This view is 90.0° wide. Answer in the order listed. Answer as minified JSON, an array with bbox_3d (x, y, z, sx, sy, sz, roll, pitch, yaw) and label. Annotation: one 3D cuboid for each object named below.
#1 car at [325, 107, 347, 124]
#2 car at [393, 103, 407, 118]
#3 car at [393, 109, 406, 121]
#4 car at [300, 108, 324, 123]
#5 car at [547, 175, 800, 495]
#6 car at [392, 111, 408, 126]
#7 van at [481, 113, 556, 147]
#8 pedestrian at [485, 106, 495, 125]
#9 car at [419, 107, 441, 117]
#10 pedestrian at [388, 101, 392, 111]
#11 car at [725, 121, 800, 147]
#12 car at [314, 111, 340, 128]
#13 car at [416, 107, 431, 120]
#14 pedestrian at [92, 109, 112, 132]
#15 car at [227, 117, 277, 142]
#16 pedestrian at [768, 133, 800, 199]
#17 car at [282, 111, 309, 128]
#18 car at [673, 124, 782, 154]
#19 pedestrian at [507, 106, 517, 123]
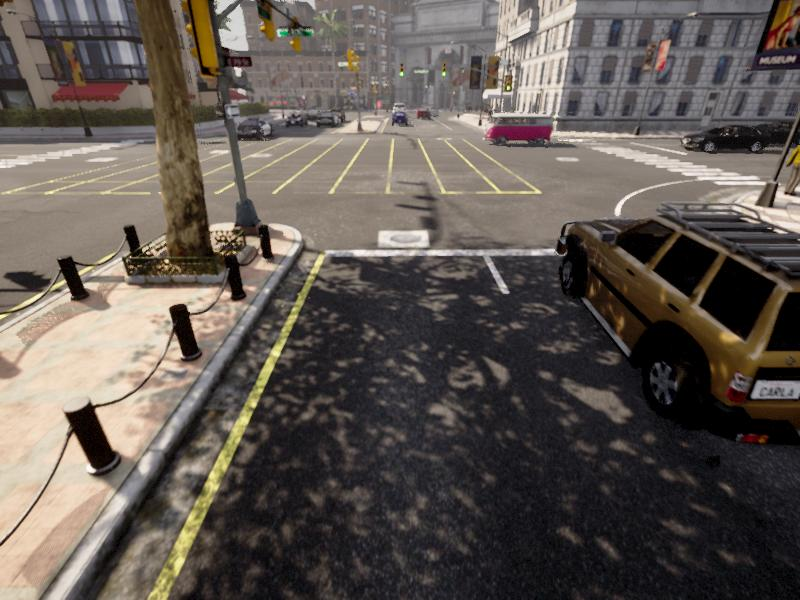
[{"bbox_3d":[-8.053,-23.459,50.675,1.932,1.855,4.605,0,26,0],"label":"car"},{"bbox_3d":[-0.098,-30.480,64.276,2.150,2.045,5.566,0,27,-1],"label":"car"},{"bbox_3d":[-0.073,-26.452,57.189,1.895,1.301,4.718,0,27,0],"label":"car"},{"bbox_3d":[-11.560,-24.485,52.938,1.930,1.638,5.238,0,27,0],"label":"car"},{"bbox_3d":[3.674,-0.206,5.043,1.932,1.855,4.605,1,27,1],"label":"car"},{"bbox_3d":[-0.040,-21.502,47.312,1.812,1.442,4.674,0,27,0],"label":"car"},{"bbox_3d":[8.000,-11.668,27.421,4.442,1.987,1.775,0,27,0],"label":"van"},{"bbox_3d":[10.203,-20.841,45.175,0.751,1.860,0.751,-1,27,-3],"label":"pedestrian"},{"bbox_3d":[5.057,-31.567,67.067,1.812,1.442,4.674,14,30,26],"label":"car"},{"bbox_3d":[-2.235,-42.729,88.124,0.751,1.860,0.751,6,28,11],"label":"pedestrian"},{"bbox_3d":[25.845,-11.510,27.667,4.892,1.490,1.837,0,27,0],"label":"car"},{"bbox_3d":[-8.034,-20.082,44.421,2.038,1.542,4.974,0,27,0],"label":"car"},{"bbox_3d":[3.481,-28.006,59.977,1.882,1.535,5.008,0,27,1],"label":"car"},{"bbox_3d":[-26.489,-15.946,35.537,0.751,1.860,0.751,-7,28,-13],"label":"pedestrian"},{"bbox_3d":[-11.483,-13.453,31.410,2.038,1.542,4.974,0,27,0],"label":"car"},{"bbox_3d":[12.628,-4.231,12.578,0.751,1.860,0.751,-7,28,-14],"label":"pedestrian"},{"bbox_3d":[-11.530,-20.135,44.583,1.970,1.475,3.806,0,27,0],"label":"car"},{"bbox_3d":[19.879,-9.876,24.461,4.892,1.490,1.837,0,27,-2],"label":"car"},{"bbox_3d":[13.411,-22.199,47.843,0.751,1.860,0.751,-4,27,-7],"label":"pedestrian"}]
